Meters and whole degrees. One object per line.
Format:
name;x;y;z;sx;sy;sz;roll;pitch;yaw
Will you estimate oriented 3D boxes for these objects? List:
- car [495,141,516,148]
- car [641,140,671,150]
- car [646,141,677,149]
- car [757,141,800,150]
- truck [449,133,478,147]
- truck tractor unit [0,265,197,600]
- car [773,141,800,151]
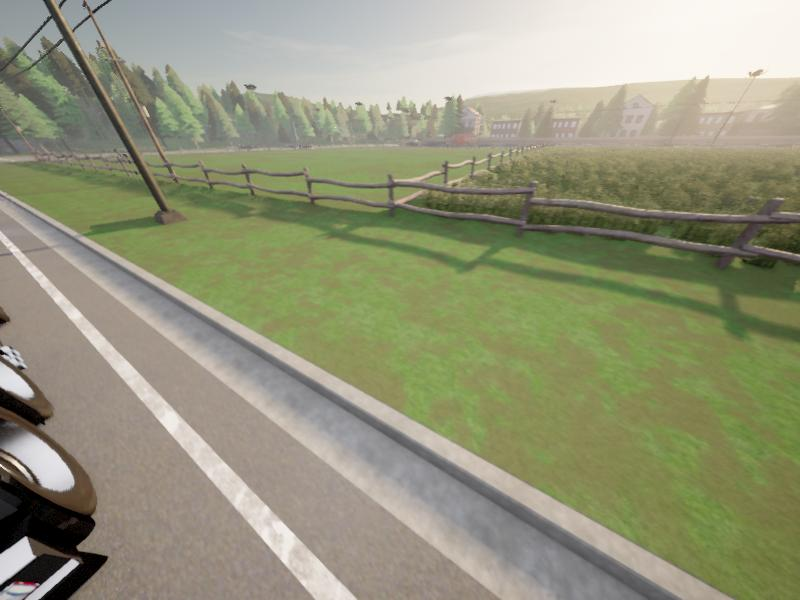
car;31.639;-46.451;69.062;5.238;1.638;1.930;18;39;25
car;58.323;-35.458;52.796;3.866;1.878;1.905;18;39;25
car;66.505;-39.548;58.942;4.792;1.488;2.163;18;39;25
car;80.523;-32.649;48.834;5.008;1.535;1.882;18;39;25
truck;21.820;-55.209;79.830;8.468;3.827;2.891;18;39;25
truck tractor unit;-5.116;-0.295;0.783;6.516;4.208;3.053;18;39;24
car;79.629;-30.631;45.936;5.366;1.575;1.801;18;39;25
